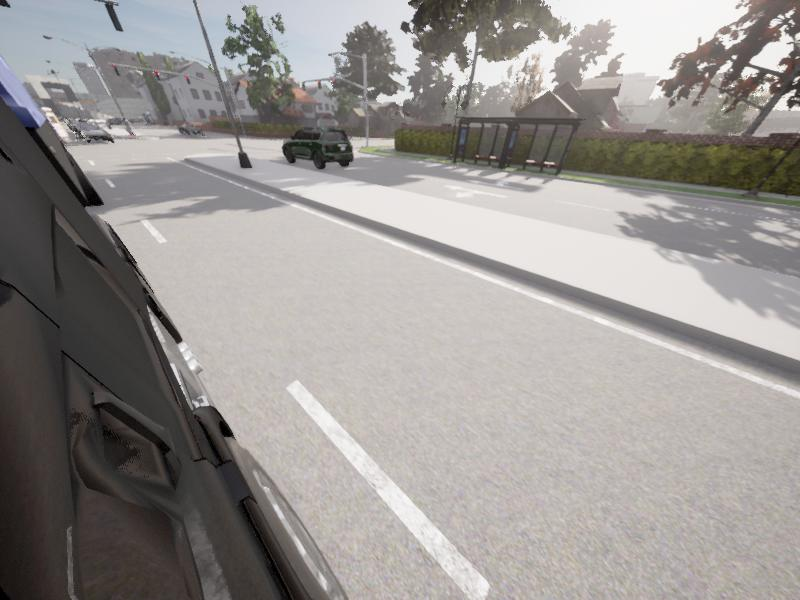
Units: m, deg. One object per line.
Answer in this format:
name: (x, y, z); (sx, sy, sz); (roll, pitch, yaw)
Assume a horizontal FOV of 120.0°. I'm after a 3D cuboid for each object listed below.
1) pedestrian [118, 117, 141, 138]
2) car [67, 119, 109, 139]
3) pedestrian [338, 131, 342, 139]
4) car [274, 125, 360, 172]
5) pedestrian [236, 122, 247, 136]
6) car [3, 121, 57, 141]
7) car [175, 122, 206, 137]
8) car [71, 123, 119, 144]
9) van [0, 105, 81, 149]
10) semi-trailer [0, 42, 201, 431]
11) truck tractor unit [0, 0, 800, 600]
pedestrian: (-30.687, -19.568, 26.235); (0.751, 1.860, 0.751); (18, 39, 19)
car: (-35.049, -19.171, 25.914); (5.238, 1.638, 1.930); (28, 43, 30)
pedestrian: (-11.554, -31.890, 44.625); (0.500, 1.100, 0.500); (29, 44, 31)
car: (-5.352, -9.800, 14.788); (5.566, 2.045, 2.150); (28, 43, 30)
pedestrian: (-25.815, -27.823, 37.635); (0.751, 1.860, 0.751); (20, 40, 22)
car: (-35.675, -16.438, 22.430); (1.994, 1.385, 4.181); (-29, 47, -36)
car: (-33.495, -27.271, 36.918); (5.027, 1.651, 2.152); (28, 43, 30)
car: (-29.515, -16.108, 22.341); (5.357, 1.411, 2.033); (28, 43, 30)
van: (-28.676, -12.301, 16.406); (6.366, 2.431, 2.351); (-23, 43, -30)
semi-trailer: (-8.702, -3.591, 4.241); (14.254, 4.402, 2.717); (28, 44, 30)
truck tractor unit: (-2.645, -0.295, 0.351); (6.516, 4.208, 3.053); (28, 44, 30)
